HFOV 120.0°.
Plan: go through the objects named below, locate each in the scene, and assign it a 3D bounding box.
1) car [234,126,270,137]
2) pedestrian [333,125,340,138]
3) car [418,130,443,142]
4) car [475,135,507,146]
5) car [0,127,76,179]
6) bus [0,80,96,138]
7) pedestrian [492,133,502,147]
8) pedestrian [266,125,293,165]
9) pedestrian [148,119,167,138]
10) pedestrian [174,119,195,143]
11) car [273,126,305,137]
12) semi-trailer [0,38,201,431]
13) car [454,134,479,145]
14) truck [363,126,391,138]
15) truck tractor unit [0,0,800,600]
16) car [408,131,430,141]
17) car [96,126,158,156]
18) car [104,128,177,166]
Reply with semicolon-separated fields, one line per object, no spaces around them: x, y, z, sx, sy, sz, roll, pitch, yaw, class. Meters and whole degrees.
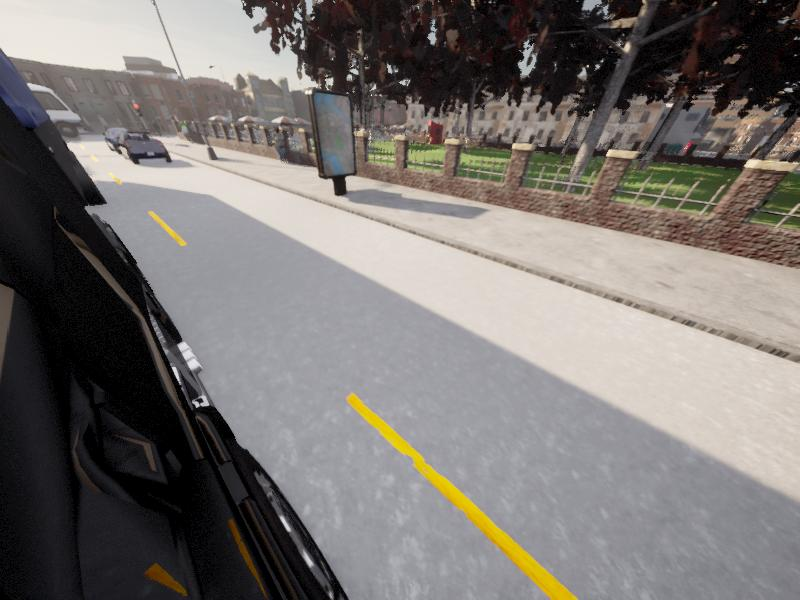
-25.290;-28.948;39.686;1.895;1.301;4.718;28;44;30;car
-11.723;-31.148;42.760;0.751;1.860;0.751;16;39;18;pedestrian
6.129;-33.246;46.838;4.605;1.855;1.932;29;44;30;car
17.218;-30.278;43.851;4.902;1.511;2.128;28;44;30;car
-16.717;-6.672;10.267;4.514;1.525;2.007;28;44;30;car
-37.849;-17.881;21.682;3.944;4.253;10.273;28;44;30;bus
15.530;-25.574;36.962;0.751;1.860;0.751;-25;45;-32;pedestrian
-7.056;-9.105;13.607;0.751;1.860;0.751;28;44;30;pedestrian
-29.138;-20.570;27.754;0.751;1.860;0.751;28;44;30;pedestrian
-21.273;-16.693;22.865;0.751;1.860;0.751;30;45;31;pedestrian
-20.994;-32.012;43.835;1.882;1.535;5.008;28;44;30;car
-8.671;-3.619;4.261;14.254;4.402;2.717;28;44;30;semi-trailer
12.308;-29.723;42.842;3.806;1.475;1.970;28;43;29;car
-5.297;-39.934;54.898;6.274;2.098;2.390;5;36;2;truck
-2.645;-0.295;0.351;6.516;4.208;3.053;28;44;30;truck tractor unit
4.338;-37.062;52.118;4.514;1.525;2.007;27;43;29;car
-19.265;-11.235;16.274;4.674;1.442;1.812;27;43;29;car
-14.969;-8.893;13.335;3.633;1.501;1.845;28;44;30;car
